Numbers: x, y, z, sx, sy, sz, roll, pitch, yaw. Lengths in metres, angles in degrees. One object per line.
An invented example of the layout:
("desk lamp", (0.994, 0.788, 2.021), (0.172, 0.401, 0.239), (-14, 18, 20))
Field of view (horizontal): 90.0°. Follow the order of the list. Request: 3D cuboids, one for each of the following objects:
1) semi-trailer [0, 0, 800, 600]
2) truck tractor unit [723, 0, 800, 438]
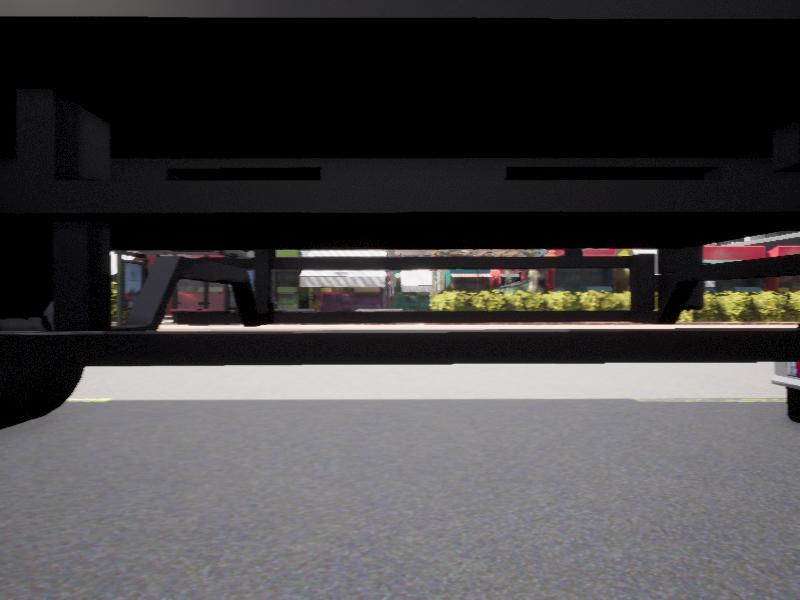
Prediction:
("semi-trailer", (-1.731, -1.218, 2.012), (14.254, 4.402, 2.717), (0, 0, -1))
("truck tractor unit", (6.180, -1.116, 2.105), (6.516, 4.208, 3.053), (0, 0, -1))
